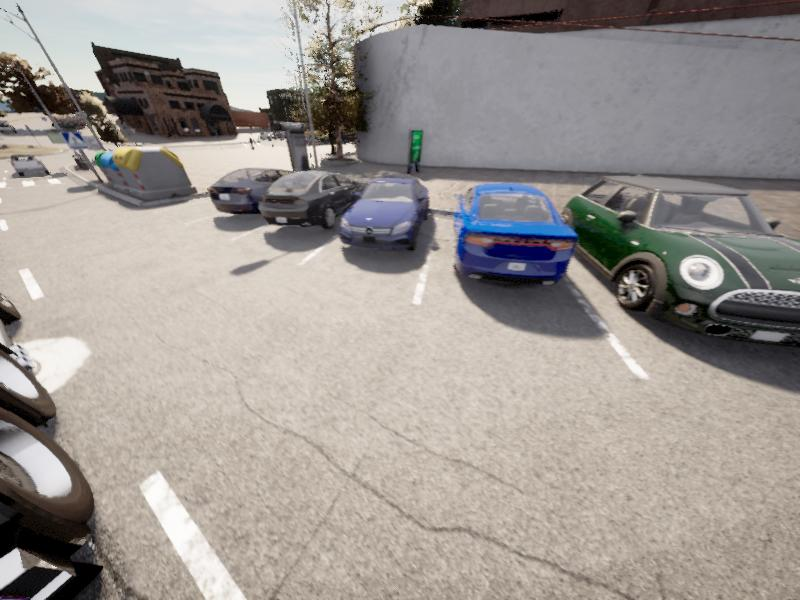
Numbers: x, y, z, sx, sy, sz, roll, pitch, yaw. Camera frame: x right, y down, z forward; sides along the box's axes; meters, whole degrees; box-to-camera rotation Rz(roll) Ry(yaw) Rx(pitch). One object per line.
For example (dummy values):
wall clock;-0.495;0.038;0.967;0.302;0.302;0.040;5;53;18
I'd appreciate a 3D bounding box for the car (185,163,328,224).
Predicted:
car;-5.224;-4.593;9.468;2.163;1.488;4.792;7;34;11

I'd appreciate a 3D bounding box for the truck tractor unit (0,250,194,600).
truck tractor unit;-5.095;-0.312;0.828;6.516;4.208;3.053;19;39;26

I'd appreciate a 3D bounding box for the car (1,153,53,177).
car;-32.991;-12.064;20.491;3.633;1.501;1.845;25;41;29

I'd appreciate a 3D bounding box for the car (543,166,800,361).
car;4.872;-1.287;4.289;2.185;1.767;4.553;6;34;9

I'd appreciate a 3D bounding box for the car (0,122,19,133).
car;-80.095;-35.098;47.011;3.988;1.617;1.851;31;45;30

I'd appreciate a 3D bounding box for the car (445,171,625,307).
car;2.317;-2.004;5.572;2.097;1.535;5.008;6;34;9

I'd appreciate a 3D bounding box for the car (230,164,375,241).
car;-2.731;-3.719;8.118;2.231;1.521;4.892;7;34;10

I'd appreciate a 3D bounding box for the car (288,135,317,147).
car;-18.521;-30.163;43.813;5.008;1.535;2.097;22;45;24

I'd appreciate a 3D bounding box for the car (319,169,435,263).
car;-0.206;-2.825;6.862;2.002;1.452;4.674;7;34;10
